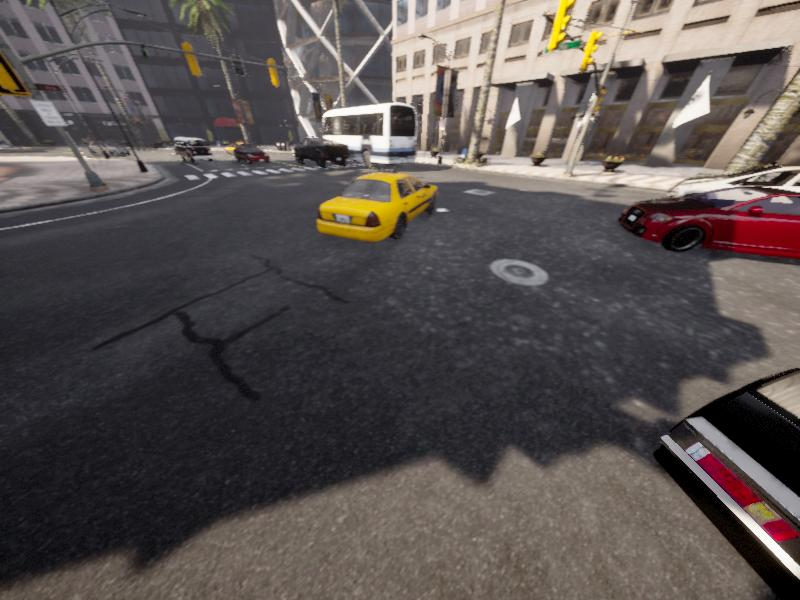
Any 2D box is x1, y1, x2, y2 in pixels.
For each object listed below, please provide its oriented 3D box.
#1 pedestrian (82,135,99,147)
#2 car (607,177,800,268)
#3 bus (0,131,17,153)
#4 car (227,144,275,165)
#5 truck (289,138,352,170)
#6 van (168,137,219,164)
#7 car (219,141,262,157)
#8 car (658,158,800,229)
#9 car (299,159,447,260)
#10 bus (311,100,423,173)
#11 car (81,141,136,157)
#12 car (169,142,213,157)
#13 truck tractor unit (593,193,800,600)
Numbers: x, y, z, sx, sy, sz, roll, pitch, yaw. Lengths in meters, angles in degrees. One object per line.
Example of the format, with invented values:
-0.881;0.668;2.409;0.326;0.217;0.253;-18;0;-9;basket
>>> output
-54.819;-28.162;40.934;0.751;1.860;0.751;-11;37;-16;pedestrian
8.294;-2.004;5.709;4.181;1.385;1.994;13;37;17;car
-58.526;-20.615;28.449;10.273;4.253;3.944;-17;39;-23;bus
-14.640;-14.310;22.634;4.792;1.488;2.163;28;44;33;car
-7.172;-13.187;20.629;2.390;2.098;6.274;-29;45;-35;truck
-20.199;-14.701;22.614;4.480;2.038;2.069;24;41;29;van
-20.640;-19.518;29.808;5.366;1.575;1.801;19;39;24;car
12.750;-3.804;8.058;2.242;1.667;4.611;-29;44;-35;car
-0.227;-3.161;7.028;1.801;1.575;5.366;15;38;19;car
-3.280;-14.506;20.691;3.944;4.253;10.273;-29;45;-35;bus
-34.610;-18.027;27.525;3.633;1.501;1.845;3;35;3;car
-25.817;-18.674;28.622;3.806;1.475;1.970;13;37;16;car
5.358;0.127;0.184;6.516;4.208;3.053;-4;35;-6;truck tractor unit
